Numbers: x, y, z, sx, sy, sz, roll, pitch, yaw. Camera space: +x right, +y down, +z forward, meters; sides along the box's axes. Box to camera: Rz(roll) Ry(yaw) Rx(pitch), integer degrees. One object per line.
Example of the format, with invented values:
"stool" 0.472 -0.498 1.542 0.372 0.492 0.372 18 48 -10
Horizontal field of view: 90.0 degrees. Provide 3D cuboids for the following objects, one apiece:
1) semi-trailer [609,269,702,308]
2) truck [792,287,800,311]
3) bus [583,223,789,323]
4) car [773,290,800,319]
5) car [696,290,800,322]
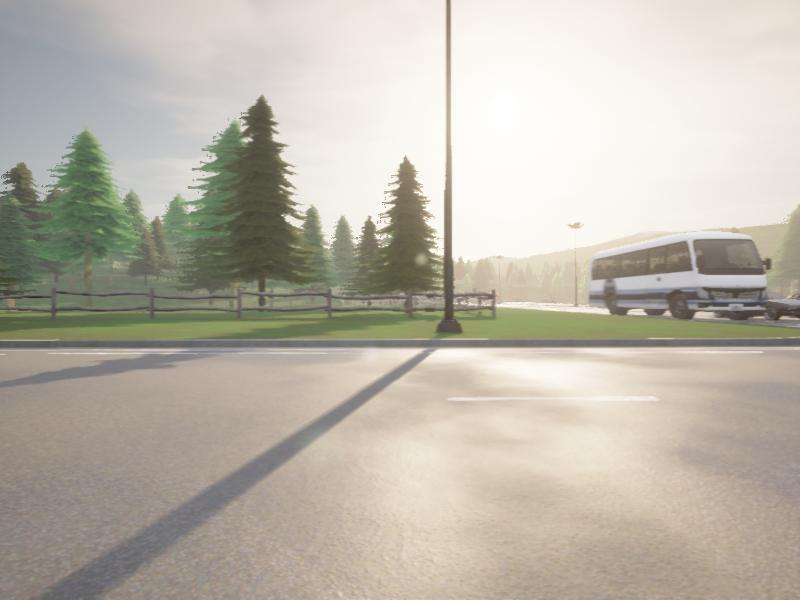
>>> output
"semi-trailer" 32.278 -1.268 51.777 2.717 4.402 14.254 0 0 -1
"truck" 36.190 -0.113 32.556 2.390 2.098 6.274 0 0 -1
"bus" 14.564 -1.157 22.210 3.944 4.253 10.273 0 0 -1
"car" 21.513 0.212 19.626 1.837 1.490 4.892 0 0 -1
"car" 17.995 0.267 20.220 2.033 1.411 5.357 0 0 -1
